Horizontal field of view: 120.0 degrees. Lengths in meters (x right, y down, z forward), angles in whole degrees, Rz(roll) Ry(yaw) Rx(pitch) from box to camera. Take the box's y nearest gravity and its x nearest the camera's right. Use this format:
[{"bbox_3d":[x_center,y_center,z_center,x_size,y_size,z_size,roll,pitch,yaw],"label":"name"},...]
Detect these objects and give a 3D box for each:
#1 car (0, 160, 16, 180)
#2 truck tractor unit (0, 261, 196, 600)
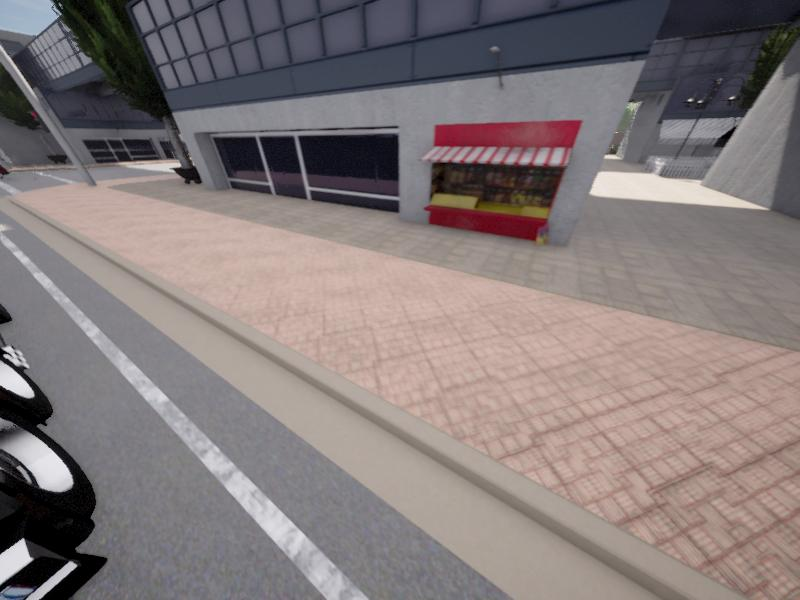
[{"bbox_3d":[-30.266,-8.790,15.568,1.816,1.474,4.193,17,39,24],"label":"car"},{"bbox_3d":[-5.115,-0.294,0.797,6.516,4.208,3.053,18,39,25],"label":"truck tractor unit"}]
